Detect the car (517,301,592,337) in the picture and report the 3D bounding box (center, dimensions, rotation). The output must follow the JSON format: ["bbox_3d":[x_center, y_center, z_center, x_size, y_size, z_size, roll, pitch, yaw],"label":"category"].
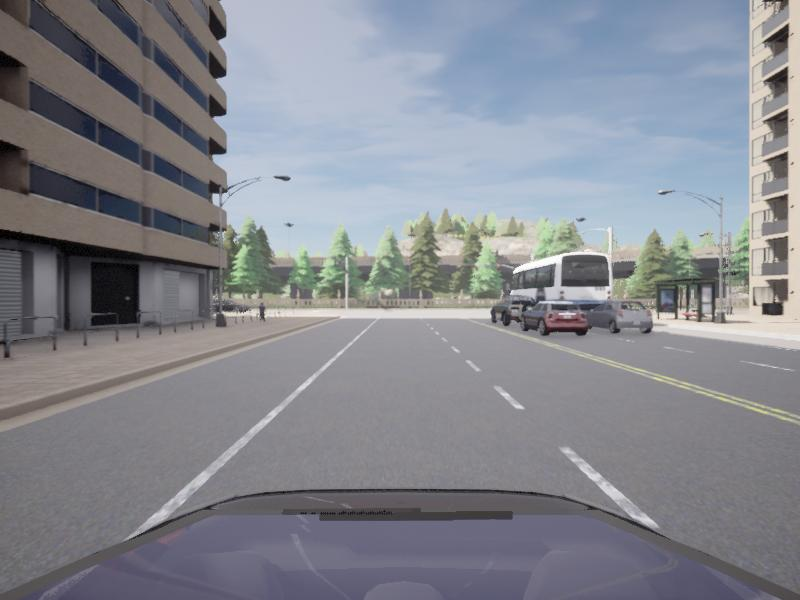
[{"bbox_3d":[6.985,0.811,18.508,1.970,1.475,3.806,0,0,0],"label":"car"}]

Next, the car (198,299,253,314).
[{"bbox_3d":[-18.274,0.694,42.046,4.892,1.490,1.837,1,0,0],"label":"car"}]

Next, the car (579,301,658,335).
[{"bbox_3d":[10.494,0.783,19.541,1.845,1.501,3.633,0,0,0],"label":"car"}]

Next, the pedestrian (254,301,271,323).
[{"bbox_3d":[-8.362,0.713,24.285,0.751,1.300,0.751,0,0,1],"label":"pedestrian"}]

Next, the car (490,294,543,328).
[{"bbox_3d":[6.984,0.597,24.526,1.932,1.855,4.605,0,0,0],"label":"car"}]

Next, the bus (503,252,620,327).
[{"bbox_3d":[10.360,-0.596,27.568,3.944,4.253,10.273,0,0,0],"label":"bus"}]
